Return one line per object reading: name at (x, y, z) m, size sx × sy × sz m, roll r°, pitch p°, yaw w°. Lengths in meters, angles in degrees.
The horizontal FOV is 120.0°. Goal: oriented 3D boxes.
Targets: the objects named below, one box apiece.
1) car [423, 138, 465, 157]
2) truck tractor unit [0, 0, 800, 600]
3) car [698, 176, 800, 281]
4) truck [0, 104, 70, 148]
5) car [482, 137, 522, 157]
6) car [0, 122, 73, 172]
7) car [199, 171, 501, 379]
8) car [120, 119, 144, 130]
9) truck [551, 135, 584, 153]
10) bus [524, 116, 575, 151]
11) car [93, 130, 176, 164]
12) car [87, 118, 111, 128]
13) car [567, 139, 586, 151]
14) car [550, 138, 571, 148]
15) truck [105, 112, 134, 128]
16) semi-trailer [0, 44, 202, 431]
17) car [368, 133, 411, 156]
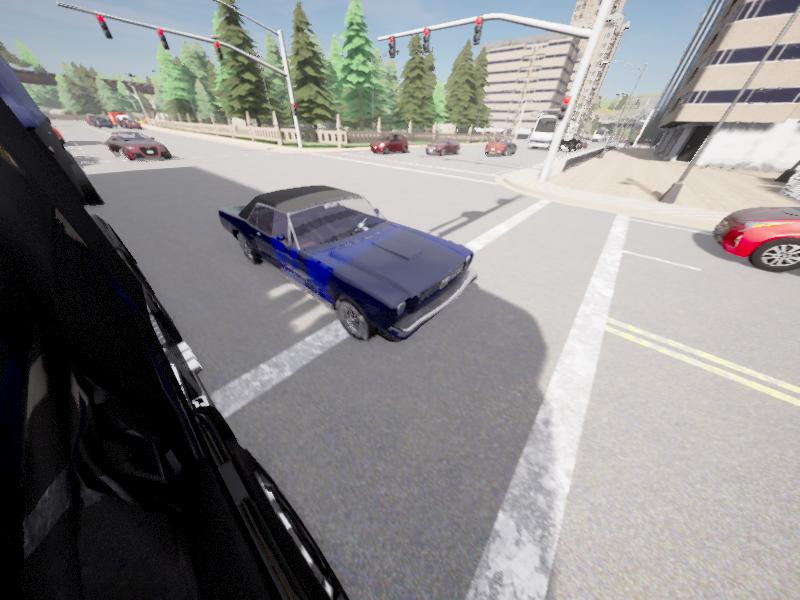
car at (4.554, -15.697, 23.647) m, size 1.812 × 1.442 × 4.674 m, roll 28°, pitch 44°, yaw 30°
truck tractor unit at (-2.645, -0.295, 0.351) m, size 6.516 × 4.208 × 3.053 m, roll 28°, pitch 44°, yaw 30°
car at (9.449, -1.010, 4.277) m, size 4.514 × 1.525 × 2.007 m, roll 29°, pitch 44°, yaw 31°
truck at (-28.809, -13.547, 17.942) m, size 5.204 × 2.467 × 2.627 m, roll 28°, pitch 44°, yaw 30°
car at (11.501, -17.250, 25.982) m, size 2.152 × 1.651 × 5.027 m, roll 28°, pitch 44°, yaw 30°
car at (-18.529, -7.713, 11.469) m, size 5.238 × 1.638 × 1.930 m, roll 28°, pitch 44°, yaw 30°
car at (-1.160, -1.041, 3.884) m, size 4.718 × 1.301 × 1.895 m, roll 28°, pitch 44°, yaw 30°
car at (-49.647, -32.500, 42.831) m, size 3.806 × 1.475 × 1.970 m, roll 28°, pitch 44°, yaw 30°
truck at (25.694, -23.956, 35.368) m, size 2.390 × 2.098 × 6.274 m, roll 29°, pitch 44°, yaw 31°
bus at (24.973, -27.589, 38.376) m, size 3.944 × 4.253 × 10.273 m, roll 28°, pitch 44°, yaw 30°
car at (-16.222, -9.456, 14.158) m, size 4.181 × 1.385 × 1.994 m, roll 22°, pitch 41°, yaw 24°
car at (-59.368, -34.913, 45.545) m, size 5.357 × 1.411 × 2.033 m, roll 28°, pitch 44°, yaw 30°
car at (31.187, -27.388, 40.790) m, size 1.816 × 1.474 × 4.193 m, roll 28°, pitch 44°, yaw 30°
car at (31.621, -30.953, 45.542) m, size 2.128 × 1.511 × 4.902 m, roll 28°, pitch 44°, yaw 30°
truck at (-59.707, -38.281, 49.120) m, size 5.204 × 2.467 × 2.627 m, roll 28°, pitch 44°, yaw 30°
semi-trailer at (-8.699, -3.596, 4.240) m, size 14.254 × 4.402 × 2.717 m, roll 28°, pitch 44°, yaw 30°
car at (-0.952, -15.312, 22.673) m, size 1.851 × 1.617 × 3.988 m, roll 30°, pitch 45°, yaw 32°
